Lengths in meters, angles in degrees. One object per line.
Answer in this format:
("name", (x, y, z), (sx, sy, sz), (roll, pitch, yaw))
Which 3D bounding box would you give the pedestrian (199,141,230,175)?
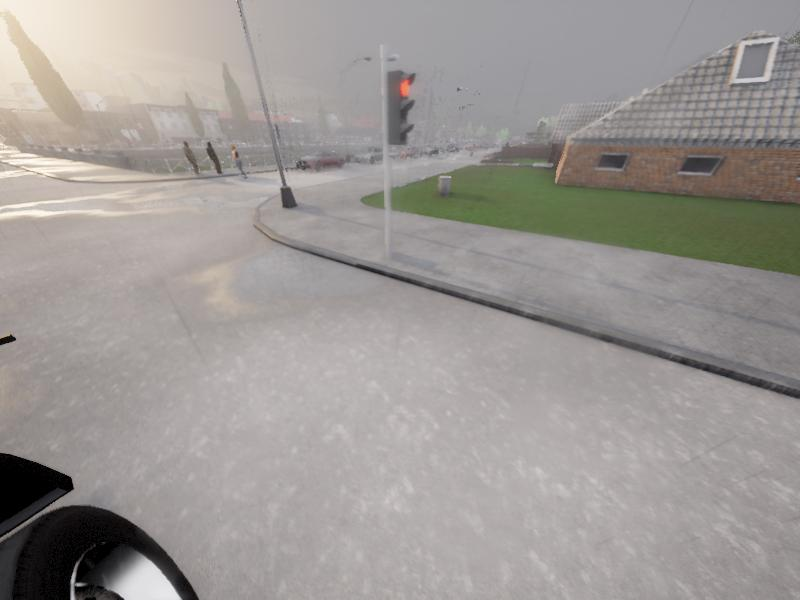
("pedestrian", (-12.392, -9.490, 15.454), (0.751, 1.860, 0.751), (16, 38, 21))

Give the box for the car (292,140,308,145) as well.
("car", (-36.638, -57.817, 84.613), (2.038, 1.542, 4.974), (19, 39, 24))

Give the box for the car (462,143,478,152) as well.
("car", (15.698, -34.112, 51.492), (1.882, 1.535, 5.008), (19, 39, 24))

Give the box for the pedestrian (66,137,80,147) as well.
("pedestrian", (-73.598, -35.579, 51.946), (0.751, 1.860, 0.751), (-10, 36, -15))

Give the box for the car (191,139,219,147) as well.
("car", (-52.285, -42.278, 62.188), (1.930, 1.638, 5.238), (18, 39, 24))

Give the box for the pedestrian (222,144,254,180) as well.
("pedestrian", (-10.185, -8.719, 14.593), (0.751, 1.860, 0.751), (9, 36, 12))

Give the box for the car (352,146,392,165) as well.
("car", (-2.893, -15.636, 24.893), (2.007, 1.525, 4.514), (18, 39, 24))

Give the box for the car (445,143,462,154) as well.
("car", (9.972, -28.420, 43.303), (1.845, 1.501, 3.633), (19, 39, 24))

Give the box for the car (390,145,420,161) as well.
("car", (0.728, -19.233, 30.073), (2.007, 1.525, 4.514), (19, 39, 24))

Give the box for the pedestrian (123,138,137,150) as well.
("pedestrian", (-50.683, -29.357, 43.358), (0.751, 1.860, 0.751), (19, 39, 24))

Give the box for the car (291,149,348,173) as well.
("car", (-6.661, -11.832, 19.552), (1.994, 1.385, 4.181), (18, 39, 24))

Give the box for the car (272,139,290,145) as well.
("car", (-40.602, -53.897, 78.918), (2.033, 1.649, 4.856), (19, 39, 24))

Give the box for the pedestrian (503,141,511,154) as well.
("pedestrian", (18.795, -26.875, 40.697), (0.751, 1.860, 0.751), (18, 39, 24))

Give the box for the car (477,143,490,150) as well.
("car", (21.637, -39.945, 60.041), (1.994, 1.385, 4.181), (19, 39, 24))

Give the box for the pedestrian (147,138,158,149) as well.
("pedestrian", (-50.843, -32.232, 47.459), (0.751, 1.860, 0.751), (21, 40, 26))

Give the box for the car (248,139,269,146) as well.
("car", (-44.624, -49.895, 73.160), (1.930, 1.638, 5.238), (19, 39, 24))

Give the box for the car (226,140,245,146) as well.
("car", (-48.356, -46.107, 67.869), (1.970, 1.475, 3.806), (19, 39, 24))

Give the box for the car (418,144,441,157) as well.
("car", (4.516, -22.974, 35.506), (1.816, 1.474, 4.193), (19, 39, 24))

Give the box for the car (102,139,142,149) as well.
("car", (-60.542, -34.058, 50.367), (2.152, 1.651, 5.027), (19, 39, 24))

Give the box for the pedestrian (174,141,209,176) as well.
("pedestrian", (-13.331, -9.040, 14.815), (0.751, 1.860, 0.751), (9, 36, 12))

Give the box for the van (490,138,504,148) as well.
("van", (30.267, -48.955, 72.082), (2.351, 2.431, 6.366), (19, 39, 24))
